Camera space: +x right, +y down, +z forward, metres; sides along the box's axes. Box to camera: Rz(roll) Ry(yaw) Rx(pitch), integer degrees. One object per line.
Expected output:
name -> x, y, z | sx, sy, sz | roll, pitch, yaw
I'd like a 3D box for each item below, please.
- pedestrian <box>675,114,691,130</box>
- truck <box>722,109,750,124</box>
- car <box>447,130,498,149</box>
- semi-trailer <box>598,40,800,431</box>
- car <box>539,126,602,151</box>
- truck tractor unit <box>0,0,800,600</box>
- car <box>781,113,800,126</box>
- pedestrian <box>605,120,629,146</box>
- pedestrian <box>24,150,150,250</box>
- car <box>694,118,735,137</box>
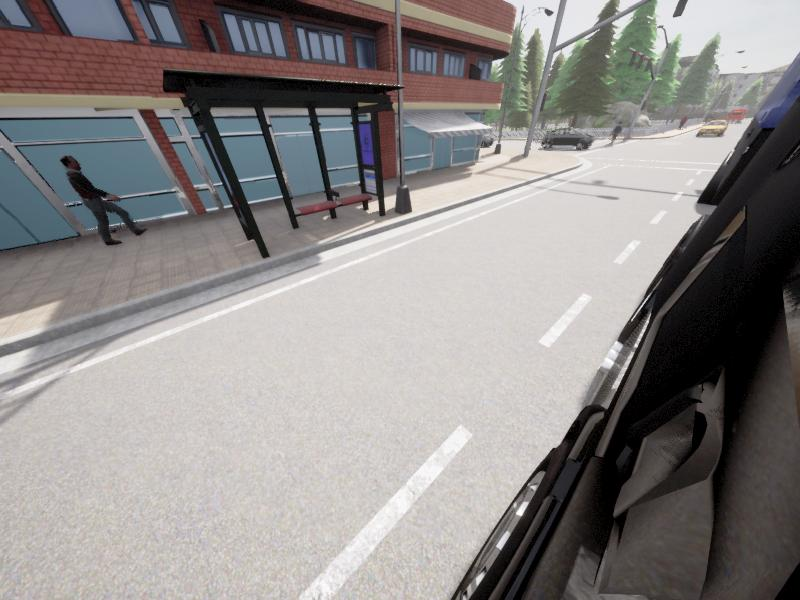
pedestrian -> 44.055, -27.666, 35.960 | 0.751, 1.860, 0.751 | -28, 44, -30
truck -> 74.693, -40.817, 51.370 | 5.204, 2.467, 2.627 | -28, 44, -30
car -> 7.510, -16.792, 24.229 | 4.514, 1.525, 2.007 | 18, 41, 25
semi-trailer -> 8.692, -3.611, 4.229 | 14.254, 4.402, 2.717 | -28, 44, -30
car -> 14.338, -13.698, 19.646 | 3.705, 1.549, 1.789 | 29, 47, 36
truck tractor unit -> 2.645, -0.295, 0.351 | 6.516, 4.208, 3.053 | -28, 44, -30
car -> 63.280, -28.821, 36.852 | 5.008, 1.535, 1.882 | -29, 44, -30
pedestrian -> 19.599, -15.103, 20.902 | 0.751, 1.860, 0.751 | -27, 43, -29
pedestrian -> -6.730, -2.204, 5.165 | 0.751, 1.860, 0.751 | -29, 44, -30
car -> 35.621, -19.538, 26.166 | 5.366, 1.575, 1.801 | -27, 43, -29
